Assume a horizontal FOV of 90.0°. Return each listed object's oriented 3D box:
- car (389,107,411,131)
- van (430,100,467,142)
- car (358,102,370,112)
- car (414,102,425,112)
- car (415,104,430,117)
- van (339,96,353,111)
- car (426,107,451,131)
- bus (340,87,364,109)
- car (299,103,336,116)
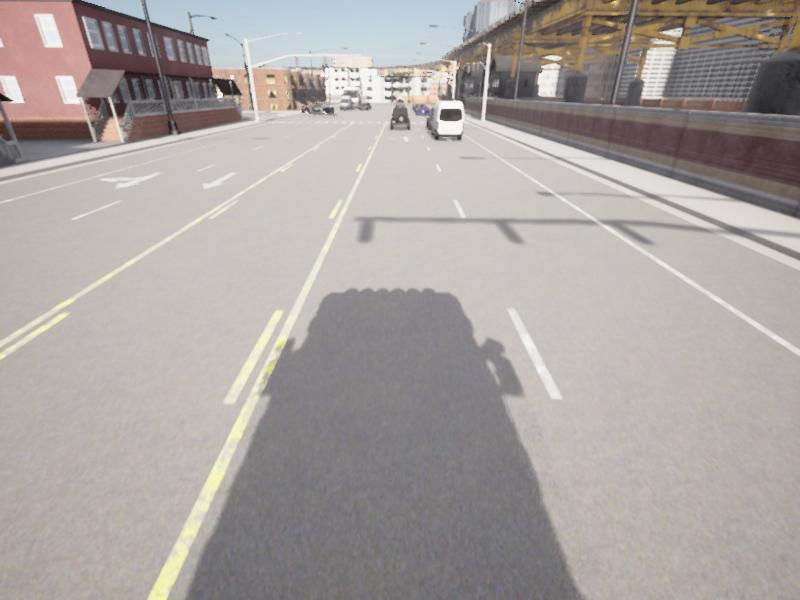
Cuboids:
[{"bbox_3d":[0.021,-17.010,37.473,1.905,1.878,3.866,0,27,0],"label":"car"},{"bbox_3d":[3.521,-13.669,30.321,1.988,2.561,5.915,0,27,0],"label":"van"},{"bbox_3d":[-6.962,-37.475,77.458,1.851,1.617,3.988,0,27,0],"label":"car"},{"bbox_3d":[3.538,-35.617,73.918,1.882,1.535,5.008,0,27,0],"label":"car"},{"bbox_3d":[3.532,-29.974,63.205,2.152,1.651,5.027,0,27,0],"label":"car"},{"bbox_3d":[-10.462,-38.365,78.013,1.988,2.561,5.915,0,27,0],"label":"van"},{"bbox_3d":[3.521,-17.051,37.576,1.905,1.878,3.866,0,27,0],"label":"car"},{"bbox_3d":[-10.329,-44.550,88.161,3.944,4.253,10.273,0,27,0],"label":"bus"},{"bbox_3d":[-12.704,-29.359,61.584,5.238,1.638,1.930,9,28,16],"label":"car"}]
